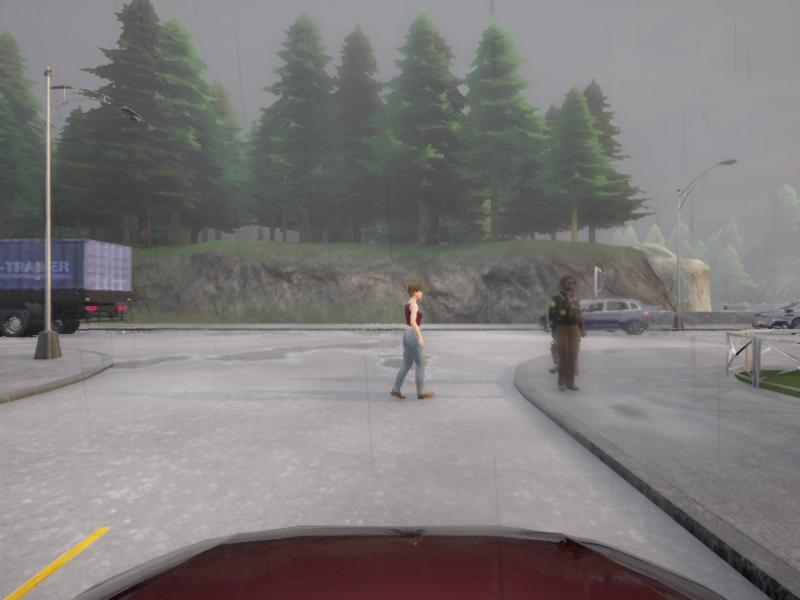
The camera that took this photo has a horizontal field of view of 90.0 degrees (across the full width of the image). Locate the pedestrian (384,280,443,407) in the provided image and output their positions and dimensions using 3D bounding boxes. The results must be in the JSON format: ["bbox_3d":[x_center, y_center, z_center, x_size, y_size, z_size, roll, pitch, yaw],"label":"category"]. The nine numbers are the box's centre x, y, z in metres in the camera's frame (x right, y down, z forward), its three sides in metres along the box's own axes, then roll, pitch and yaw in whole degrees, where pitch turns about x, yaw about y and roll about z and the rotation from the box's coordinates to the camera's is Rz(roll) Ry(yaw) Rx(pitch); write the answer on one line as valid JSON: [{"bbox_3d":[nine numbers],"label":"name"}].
[{"bbox_3d":[0.196,0.636,6.325,0.751,1.860,0.751,0,0,-15],"label":"pedestrian"}]

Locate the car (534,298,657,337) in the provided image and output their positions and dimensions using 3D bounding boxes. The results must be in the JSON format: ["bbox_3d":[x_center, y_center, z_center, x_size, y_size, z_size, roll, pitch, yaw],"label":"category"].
[{"bbox_3d":[8.884,0.755,18.562,4.611,1.667,2.242,0,0,0],"label":"car"}]

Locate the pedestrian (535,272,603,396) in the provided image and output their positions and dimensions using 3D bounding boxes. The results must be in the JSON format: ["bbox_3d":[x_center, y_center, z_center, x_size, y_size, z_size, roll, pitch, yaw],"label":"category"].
[{"bbox_3d":[2.684,0.515,6.411,0.751,1.860,0.751,0,0,-3],"label":"pedestrian"}]

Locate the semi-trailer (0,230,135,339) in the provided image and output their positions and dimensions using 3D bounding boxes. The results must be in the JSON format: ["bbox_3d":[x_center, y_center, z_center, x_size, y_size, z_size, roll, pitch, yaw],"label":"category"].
[{"bbox_3d":[-19.726,-0.623,18.212,14.254,4.402,2.717,0,0,6],"label":"semi-trailer"}]

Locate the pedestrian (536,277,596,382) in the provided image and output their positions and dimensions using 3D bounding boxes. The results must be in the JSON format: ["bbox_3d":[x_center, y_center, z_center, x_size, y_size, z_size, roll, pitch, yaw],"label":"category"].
[{"bbox_3d":[3.117,0.523,7.553,0.751,1.860,0.751,0,0,-14],"label":"pedestrian"}]

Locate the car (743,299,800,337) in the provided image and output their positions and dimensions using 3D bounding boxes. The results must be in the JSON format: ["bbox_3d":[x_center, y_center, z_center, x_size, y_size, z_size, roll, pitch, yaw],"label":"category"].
[{"bbox_3d":[19.170,0.775,18.484,4.856,1.649,2.033,0,0,0],"label":"car"}]
